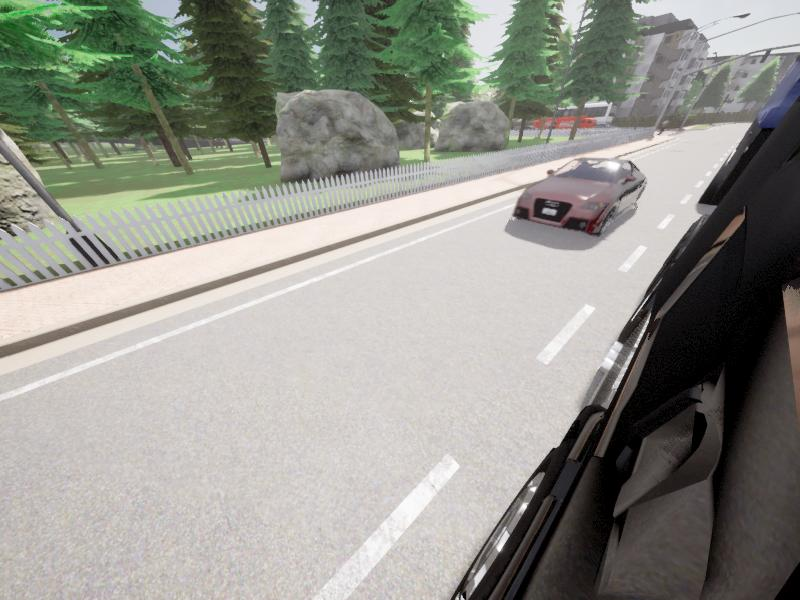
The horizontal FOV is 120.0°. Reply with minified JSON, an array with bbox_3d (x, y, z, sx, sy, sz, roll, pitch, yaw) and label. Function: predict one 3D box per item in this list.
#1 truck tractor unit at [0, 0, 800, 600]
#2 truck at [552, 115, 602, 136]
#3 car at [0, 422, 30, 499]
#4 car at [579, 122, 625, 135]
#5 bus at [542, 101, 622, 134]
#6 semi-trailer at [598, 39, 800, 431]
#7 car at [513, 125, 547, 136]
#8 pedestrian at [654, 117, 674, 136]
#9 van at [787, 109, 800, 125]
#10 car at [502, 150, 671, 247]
[{"bbox_3d":[2.645,-0.295,0.351,6.516,4.208,3.053,-28,44,-30],"label":"truck tractor unit"},{"bbox_3d":[27.675,-27.361,36.375,2.627,2.467,5.204,-26,43,-28],"label":"truck"},{"bbox_3d":[-4.472,1.839,0.128,3.988,1.617,1.851,-27,43,-29],"label":"car"},{"bbox_3d":[31.962,-27.227,36.726,2.128,1.511,4.902,-26,43,-28],"label":"car"},{"bbox_3d":[33.424,-33.928,43.295,3.944,4.253,10.273,-26,43,-28],"label":"bus"},{"bbox_3d":[8.707,-3.602,4.216,14.254,4.402,2.717,-28,44,-30],"label":"semi-trailer"},{"bbox_3d":[23.188,-30.319,41.423,1.837,1.490,4.892,-26,43,-28],"label":"car"},{"bbox_3d":[33.017,-21.636,28.860,0.751,1.860,0.751,-22,41,-24],"label":"pedestrian"},{"bbox_3d":[67.142,-30.375,37.937,6.366,2.431,2.351,-23,41,-25],"label":"van"},{"bbox_3d":[4.944,-2.959,6.140,4.181,1.385,1.994,-27,43,-29],"label":"car"}]
